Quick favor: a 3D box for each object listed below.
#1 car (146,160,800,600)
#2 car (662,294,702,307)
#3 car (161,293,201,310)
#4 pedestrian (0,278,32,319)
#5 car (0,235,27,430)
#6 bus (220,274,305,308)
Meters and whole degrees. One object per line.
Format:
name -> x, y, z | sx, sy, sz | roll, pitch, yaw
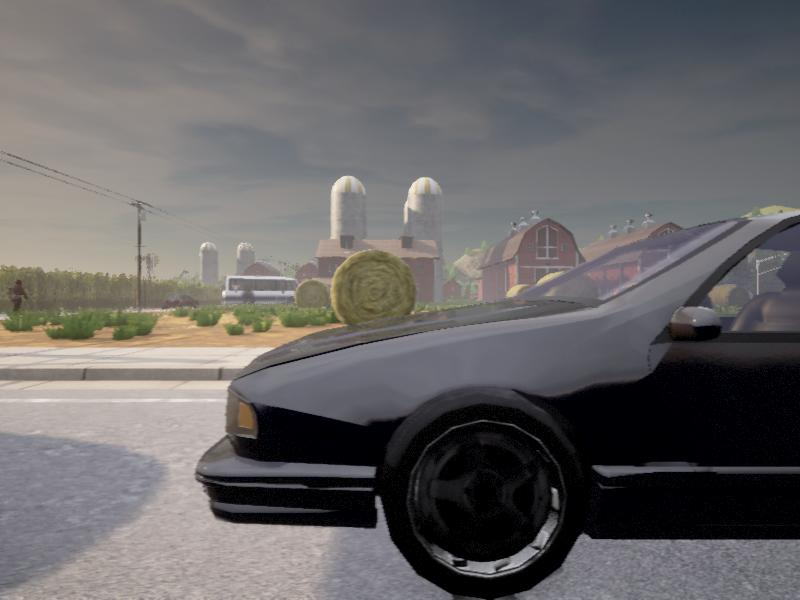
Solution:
car -> 1.933, 0.295, 2.195 | 5.357, 1.411, 2.033 | 0, 0, 0
car -> 41.248, 0.060, 58.515 | 4.605, 1.855, 1.932 | 0, 0, -4
car -> -23.939, 0.130, 43.964 | 2.097, 1.767, 4.553 | 0, 0, -3
pedestrian -> -17.778, -0.080, 18.550 | 0.751, 1.860, 0.751 | 0, 0, -4
car -> -5.440, 0.251, 2.180 | 4.792, 1.488, 2.163 | 0, 0, 0
bus -> -18.516, -1.120, 54.238 | 10.273, 4.253, 3.944 | 0, 0, -31
